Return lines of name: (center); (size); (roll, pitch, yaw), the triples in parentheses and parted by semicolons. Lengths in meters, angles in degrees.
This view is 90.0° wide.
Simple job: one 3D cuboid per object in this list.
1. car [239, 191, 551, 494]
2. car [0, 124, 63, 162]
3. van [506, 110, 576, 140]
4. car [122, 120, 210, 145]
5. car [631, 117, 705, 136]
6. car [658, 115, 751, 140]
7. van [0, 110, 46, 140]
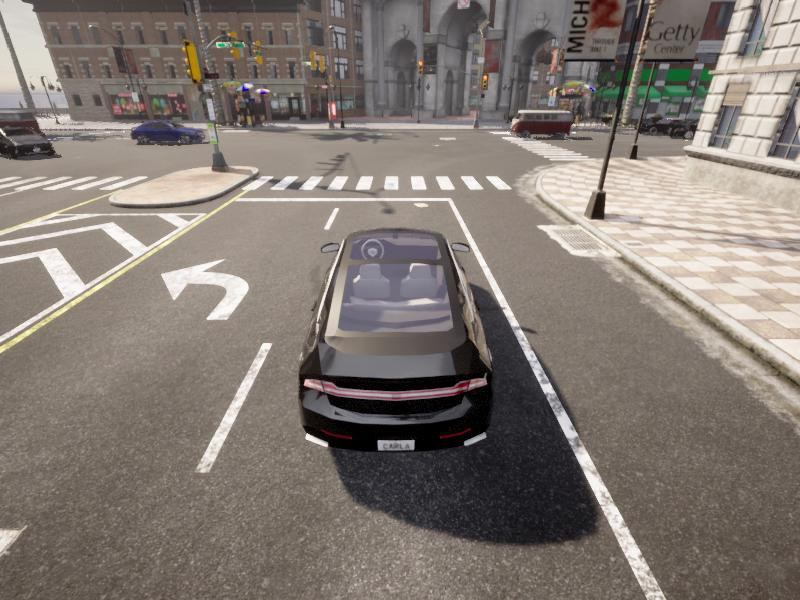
car: (-0.056, -0.144, 5.249); (2.128, 1.511, 4.902); (0, 27, -1)
car: (-20.809, -8.614, 21.733); (4.514, 1.525, 2.007); (16, 31, 28)
van: (10.591, -13.338, 30.431); (4.442, 1.987, 1.775); (0, 27, 0)
car: (-15.923, -11.479, 27.404); (4.674, 1.442, 1.812); (0, 27, 0)
car: (22.497, -14.632, 33.705); (4.718, 1.301, 1.895); (0, 27, 1)
car: (23.102, -13.186, 30.509); (5.238, 1.638, 1.930); (0, 27, 0)
van: (-30.221, -13.305, 30.371); (4.442, 1.987, 1.775); (0, 27, 0)
